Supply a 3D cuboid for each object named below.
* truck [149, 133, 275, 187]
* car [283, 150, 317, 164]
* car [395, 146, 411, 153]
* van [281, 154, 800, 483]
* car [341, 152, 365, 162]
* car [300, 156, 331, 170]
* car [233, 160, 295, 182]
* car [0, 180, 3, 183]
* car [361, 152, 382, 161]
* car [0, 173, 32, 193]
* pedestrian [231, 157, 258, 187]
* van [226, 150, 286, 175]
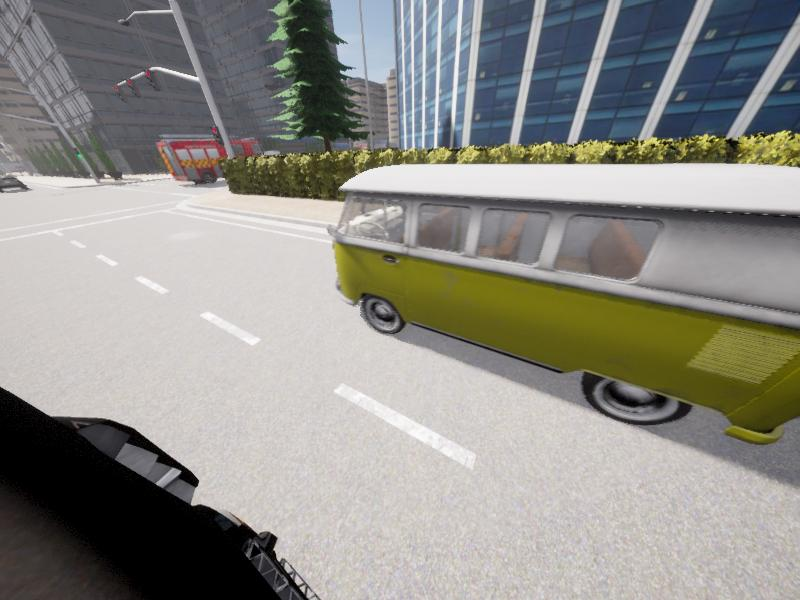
[{"bbox_3d":[-17.679,-13.962,22.839,2.891,3.827,8.468,16,38,26],"label":"truck"},{"bbox_3d":[-21.946,-31.573,50.937,6.274,2.098,2.390,-20,37,-23],"label":"car"},{"bbox_3d":[1.215,-57.178,87.886,5.566,2.045,2.150,16,38,26],"label":"car"},{"bbox_3d":[1.100,-0.463,2.757,4.442,1.987,1.775,16,38,26],"label":"van"},{"bbox_3d":[-9.468,-29.119,47.032,1.882,1.535,5.008,16,38,26],"label":"car"},{"bbox_3d":[-11.657,-19.053,32.092,1.845,1.501,3.633,16,38,26],"label":"car"},{"bbox_3d":[-13.572,-13.192,23.450,2.128,1.511,4.902,16,38,26],"label":"car"},{"bbox_3d":[-67.730,-20.047,37.511,5.566,2.045,2.150,16,38,26],"label":"car"},{"bbox_3d":[-5.627,-29.004,46.711,1.994,1.385,4.181,16,38,26],"label":"car"},{"bbox_3d":[-42.365,-12.625,24.846,4.514,1.525,2.007,16,38,26],"label":"car"},{"bbox_3d":[-11.244,-9.268,16.743,0.751,1.860,0.751,21,40,31],"label":"pedestrian"},{"bbox_3d":[-19.684,-19.178,32.097,2.351,2.431,6.366,16,38,26],"label":"van"}]
